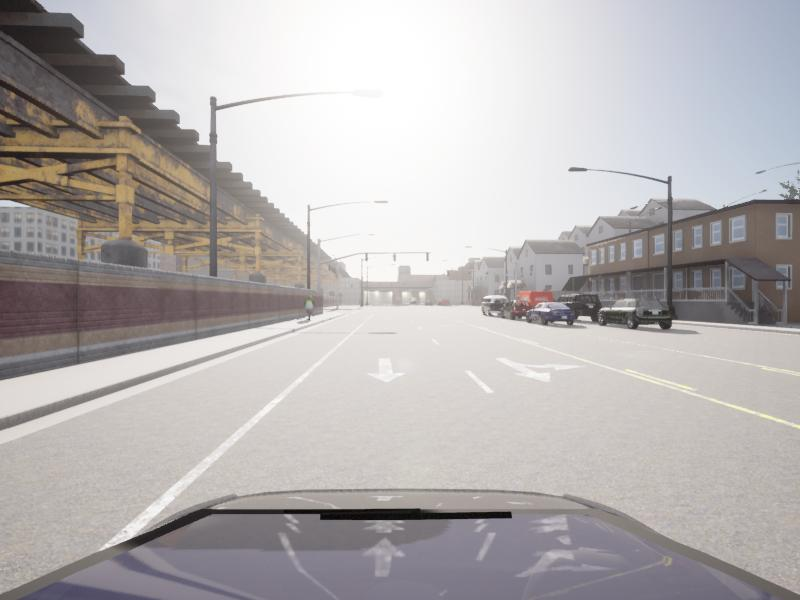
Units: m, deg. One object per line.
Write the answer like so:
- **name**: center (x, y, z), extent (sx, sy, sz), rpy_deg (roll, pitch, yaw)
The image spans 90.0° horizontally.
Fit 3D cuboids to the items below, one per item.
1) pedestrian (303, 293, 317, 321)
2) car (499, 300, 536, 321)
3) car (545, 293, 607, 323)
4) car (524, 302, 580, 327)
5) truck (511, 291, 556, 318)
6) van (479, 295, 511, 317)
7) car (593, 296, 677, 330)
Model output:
- **pedestrian**: center (-6.156, 0.485, 27.276), extent (0.751, 1.860, 0.751), rpy_deg (0, 0, 2)
- **car**: center (9.620, 0.788, 33.092), extent (1.851, 1.617, 3.988), rpy_deg (0, 0, -2)
- **car**: center (13.168, 0.568, 30.403), extent (2.150, 2.045, 5.566), rpy_deg (0, 0, -1)
- **car**: center (9.787, 0.870, 26.232), extent (1.812, 1.442, 4.674), rpy_deg (0, 0, -1)
- **truck**: center (12.856, 0.369, 38.984), extent (2.627, 2.467, 5.204), rpy_deg (0, 1, -1)
- **van**: center (9.435, 0.575, 40.121), extent (2.069, 2.038, 4.480), rpy_deg (0, 0, -2)
- **car**: center (13.378, 0.694, 23.174), extent (2.097, 1.767, 4.553), rpy_deg (0, 0, -2)
